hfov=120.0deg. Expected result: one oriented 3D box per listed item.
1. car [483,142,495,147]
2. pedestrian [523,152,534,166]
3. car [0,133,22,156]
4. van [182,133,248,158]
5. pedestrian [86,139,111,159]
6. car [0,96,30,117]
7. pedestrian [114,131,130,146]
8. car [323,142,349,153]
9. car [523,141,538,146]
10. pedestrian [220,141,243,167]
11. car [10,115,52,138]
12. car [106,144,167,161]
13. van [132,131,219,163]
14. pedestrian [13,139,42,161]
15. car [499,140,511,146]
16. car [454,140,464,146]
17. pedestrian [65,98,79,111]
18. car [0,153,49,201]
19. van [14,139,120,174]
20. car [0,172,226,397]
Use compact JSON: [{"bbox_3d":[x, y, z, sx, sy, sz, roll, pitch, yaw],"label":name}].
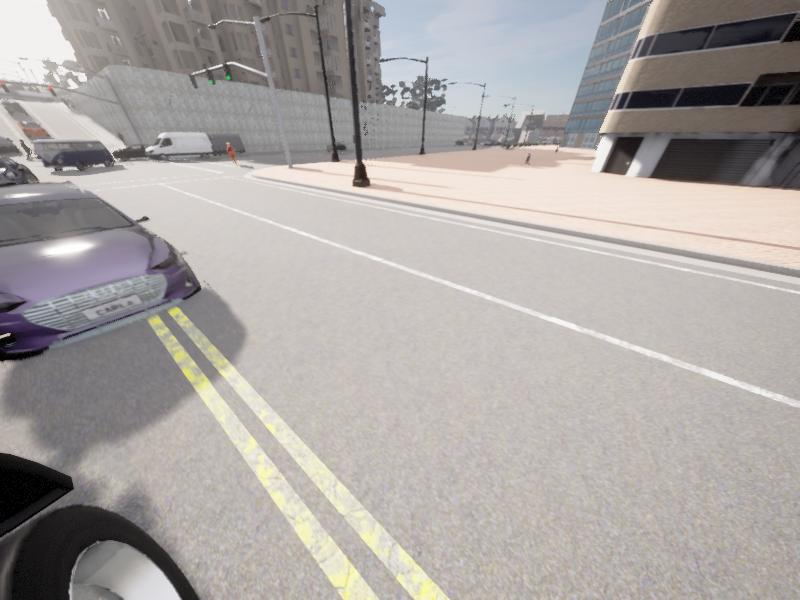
[{"bbox_3d":[28.249,-49.329,73.117,1.895,1.301,4.718,23,41,29],"label":"car"},{"bbox_3d":[12.937,-14.172,23.228,0.500,1.100,0.500,-6,36,-10],"label":"pedestrian"},{"bbox_3d":[-46.245,-18.020,26.652,5.238,1.638,1.930,28,43,25],"label":"car"},{"bbox_3d":[-23.694,-20.104,30.001,1.988,2.561,5.915,24,41,29],"label":"van"},{"bbox_3d":[-34.489,-17.317,26.489,0.751,1.860,0.751,10,36,13],"label":"pedestrian"},{"bbox_3d":[-64.841,-32.462,38.682,4.605,1.855,1.932,33,45,21],"label":"car"},{"bbox_3d":[-41.722,-24.240,34.633,0.751,1.860,0.751,26,43,32],"label":"pedestrian"},{"bbox_3d":[-10.884,-26.151,39.575,1.789,1.549,3.705,24,41,29],"label":"car"},{"bbox_3d":[48.925,-58.932,86.843,4.514,1.525,2.007,-12,37,-17],"label":"car"},{"bbox_3d":[-14.566,-12.617,20.016,0.751,1.860,0.751,21,40,26],"label":"pedestrian"},{"bbox_3d":[-53.925,-25.340,33.792,4.553,1.767,2.097,33,45,20],"label":"car"},{"bbox_3d":[-29.001,-16.430,25.653,4.193,1.474,1.816,-25,42,-31],"label":"car"},{"bbox_3d":[-23.873,-16.590,25.012,1.988,2.561,5.915,23,41,29],"label":"van"},{"bbox_3d":[-38.298,-15.465,23.757,0.751,1.860,0.751,24,41,29],"label":"pedestrian"},{"bbox_3d":[37.581,-56.162,82.670,2.038,1.542,4.974,29,44,34],"label":"car"},{"bbox_3d":[20.074,-53.279,78.410,1.789,1.549,3.705,23,41,29],"label":"car"},{"bbox_3d":[-63.525,-37.856,44.699,0.751,1.860,0.751,23,41,28],"label":"pedestrian"},{"bbox_3d":[-17.649,-5.418,10.091,3.633,1.501,1.845,28,44,33],"label":"car"},{"bbox_3d":[-24.650,-10.971,17.505,1.775,1.987,4.442,-7,36,-10],"label":"van"},{"bbox_3d":[-5.414,-0.929,3.753,4.856,1.649,2.033,21,38,28],"label":"car"}]
